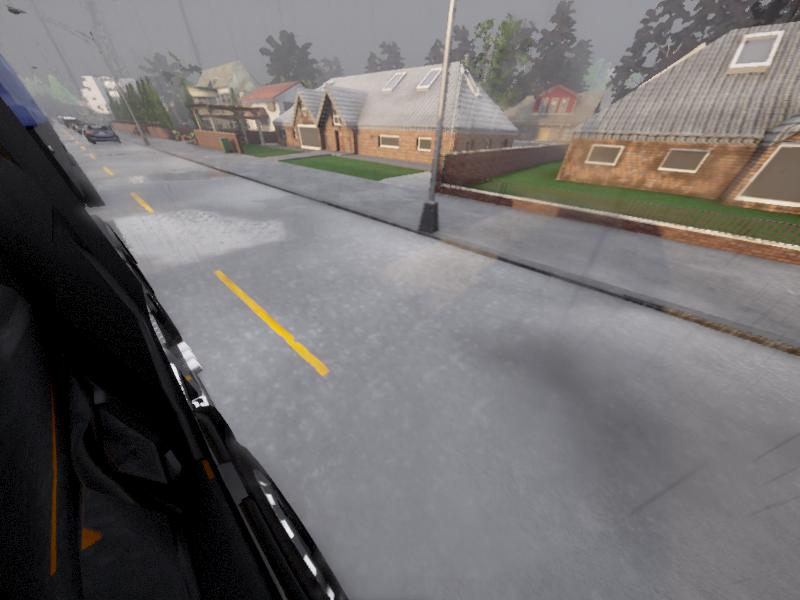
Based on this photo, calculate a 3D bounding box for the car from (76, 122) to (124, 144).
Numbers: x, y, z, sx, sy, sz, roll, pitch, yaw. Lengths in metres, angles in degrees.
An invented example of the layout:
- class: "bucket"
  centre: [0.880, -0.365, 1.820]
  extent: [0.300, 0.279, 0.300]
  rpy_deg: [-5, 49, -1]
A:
- class: "car"
  centre: [-31.402, -17.456, 24.165]
  extent: [4.611, 1.667, 2.242]
  rpy_deg: [28, 44, 30]

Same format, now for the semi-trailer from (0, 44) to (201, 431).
- class: "semi-trailer"
  centre: [-8.704, -3.571, 4.267]
  extent: [14.254, 4.402, 2.717]
  rpy_deg: [28, 44, 30]

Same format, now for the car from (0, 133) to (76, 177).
- class: "car"
  centre: [-17.811, -7.095, 11.125]
  extent: [4.181, 1.385, 1.994]
  rpy_deg: [28, 44, 30]

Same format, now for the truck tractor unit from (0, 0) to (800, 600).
- class: "truck tractor unit"
  centre: [-2.645, -0.295, 0.351]
  extent: [6.516, 4.208, 3.053]
  rpy_deg: [28, 44, 30]

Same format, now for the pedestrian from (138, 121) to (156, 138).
- class: "pedestrian"
  centre: [-33.469, -22.554, 30.568]
  extent: [0.751, 1.860, 0.751]
  rpy_deg: [24, 42, 27]

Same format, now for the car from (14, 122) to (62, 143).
- class: "car"
  centre: [-36.644, -17.040, 23.459]
  extent: [4.514, 1.525, 2.007]
  rpy_deg: [28, 43, 30]

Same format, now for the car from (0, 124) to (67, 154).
- class: "car"
  centre: [-26.854, -11.903, 17.023]
  extent: [4.514, 1.525, 2.007]
  rpy_deg: [28, 43, 30]
